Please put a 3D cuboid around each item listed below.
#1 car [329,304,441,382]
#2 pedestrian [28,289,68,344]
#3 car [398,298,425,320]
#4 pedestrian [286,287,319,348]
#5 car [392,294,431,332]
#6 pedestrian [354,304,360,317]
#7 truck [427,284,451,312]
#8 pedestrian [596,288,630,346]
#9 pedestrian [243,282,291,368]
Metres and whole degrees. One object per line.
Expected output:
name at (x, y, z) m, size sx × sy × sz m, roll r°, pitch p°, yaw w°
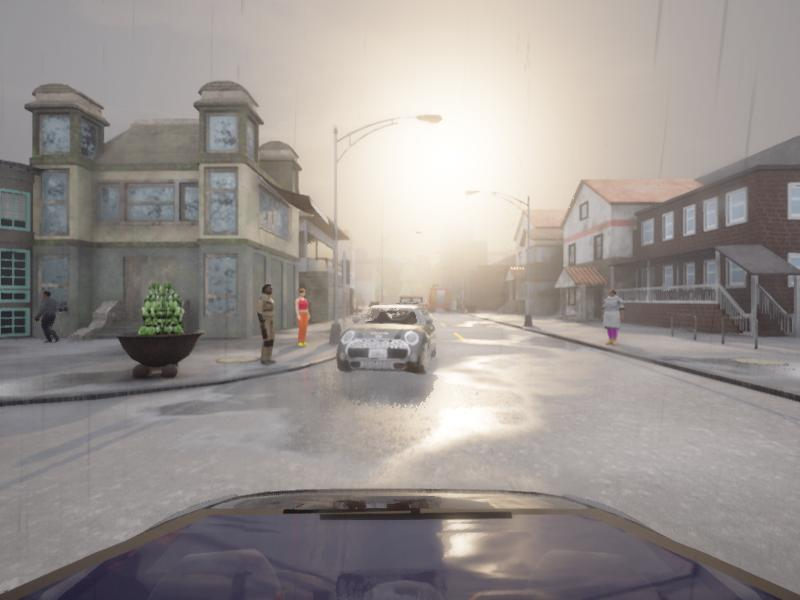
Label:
car at (-0.129, 0.859, 9.826) m, size 1.970 × 1.475 × 3.806 m, roll 0°, pitch 0°, yaw 10°
pedestrian at (-12.120, 0.555, 13.795) m, size 0.751 × 1.860 × 0.751 m, roll 0°, pitch 0°, yaw -5°
car at (0.958, 0.714, 33.833) m, size 2.097 × 1.767 × 4.553 m, roll 0°, pitch 0°, yaw 2°
pedestrian at (-3.117, 0.542, 12.822) m, size 0.751 × 1.860 × 0.751 m, roll 0°, pitch 0°, yaw 42°
car at (0.622, 0.658, 21.639) m, size 1.905 × 1.878 × 3.866 m, roll 0°, pitch 0°, yaw 2°
pedestrian at (-3.801, 0.933, 35.527) m, size 0.500 × 1.100 × 0.500 m, roll 0°, pitch 0°, yaw 2°
truck at (5.651, -0.287, 58.691) m, size 2.891 × 3.827 × 8.468 m, roll 0°, pitch 0°, yaw 2°
pedestrian at (7.076, 0.541, 13.300) m, size 0.751 × 1.860 × 0.751 m, roll 0°, pitch 0°, yaw -35°
pedestrian at (-3.034, 0.540, 9.183) m, size 0.751 × 1.860 × 0.751 m, roll 0°, pitch 0°, yaw 19°
